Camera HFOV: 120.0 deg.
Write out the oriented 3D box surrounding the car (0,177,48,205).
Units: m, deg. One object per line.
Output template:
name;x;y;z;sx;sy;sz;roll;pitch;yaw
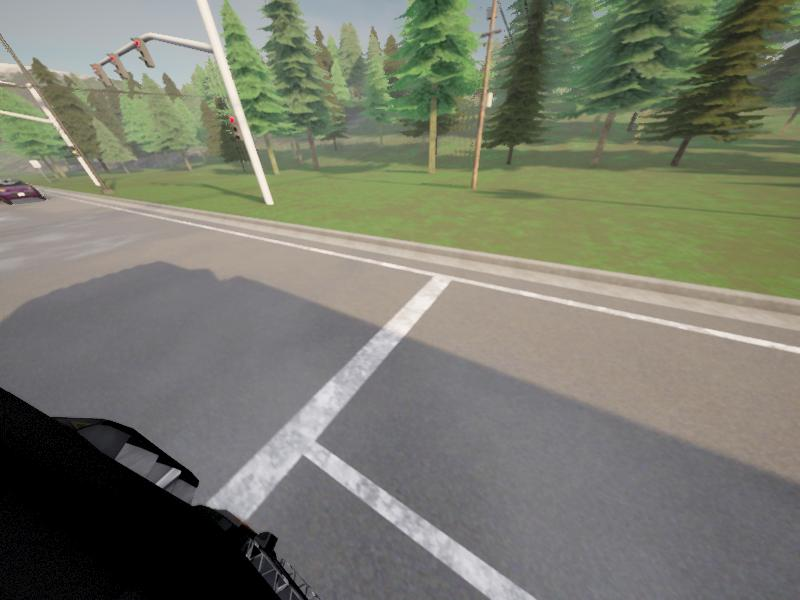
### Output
car;-28.722;-8.184;17.191;4.193;1.474;1.816;16;38;26
